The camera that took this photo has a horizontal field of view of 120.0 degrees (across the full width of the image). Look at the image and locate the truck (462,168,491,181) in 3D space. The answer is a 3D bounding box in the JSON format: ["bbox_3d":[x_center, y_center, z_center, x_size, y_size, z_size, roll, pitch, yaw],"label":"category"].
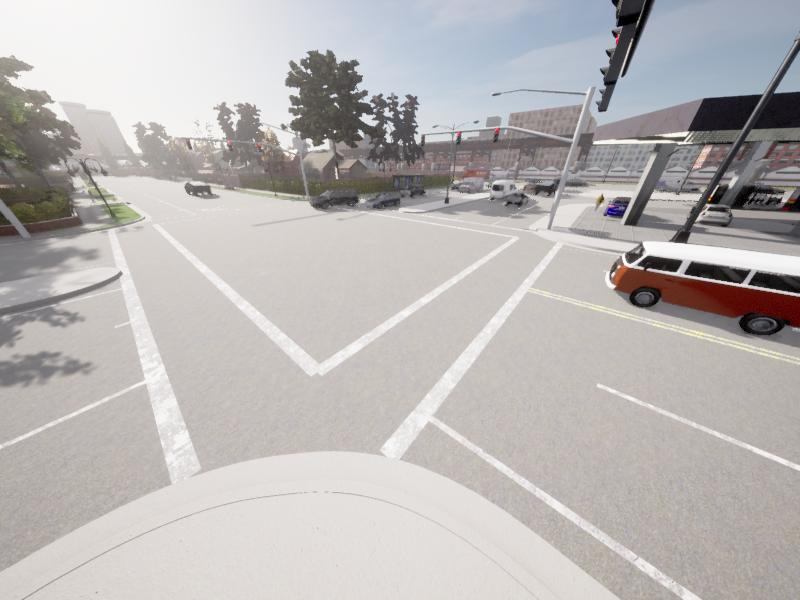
[{"bbox_3d":[25.561,-42.350,77.926,8.468,3.827,2.891,23,37,34],"label":"truck"}]

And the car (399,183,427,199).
[{"bbox_3d":[2.080,-16.817,35.657,1.932,1.855,4.605,22,37,33],"label":"car"}]

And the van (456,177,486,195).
[{"bbox_3d":[13.033,-20.917,42.207,2.351,2.431,6.366,22,37,33],"label":"van"}]

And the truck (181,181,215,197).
[{"bbox_3d":[-33.702,-18.556,38.446,6.274,2.098,2.390,22,37,33],"label":"truck"}]

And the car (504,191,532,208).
[{"bbox_3d":[14.586,-12.448,28.432,1.845,1.501,3.633,23,36,34],"label":"car"}]

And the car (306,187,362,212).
[{"bbox_3d":[-7.394,-11.655,26.550,5.566,2.045,2.150,-22,37,-33],"label":"car"}]

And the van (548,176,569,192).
[{"bbox_3d":[31.370,-23.008,45.718,1.988,2.561,5.915,22,37,34],"label":"van"}]

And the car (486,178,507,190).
[{"bbox_3d":[21.184,-25.665,50.815,2.150,2.045,5.566,23,37,34],"label":"car"}]

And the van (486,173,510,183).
[{"bbox_3d":[30.104,-37.632,71.004,5.915,2.561,1.988,23,37,34],"label":"van"}]

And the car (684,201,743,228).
[{"bbox_3d":[25.999,-7.245,19.370,1.970,1.475,3.806,23,37,34],"label":"car"}]

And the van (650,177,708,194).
[{"bbox_3d":[51.990,-21.590,43.363,6.366,2.431,2.351,23,37,34],"label":"van"}]

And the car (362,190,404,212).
[{"bbox_3d":[-1.842,-11.588,26.847,2.033,1.649,4.856,22,37,34],"label":"car"}]

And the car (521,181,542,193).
[{"bbox_3d":[25.321,-21.713,44.391,2.152,1.651,5.027,23,37,34],"label":"car"}]

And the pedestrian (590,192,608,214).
[{"bbox_3d":[19.602,-9.574,22.776,0.751,1.860,0.751,22,36,33],"label":"pedestrian"}]

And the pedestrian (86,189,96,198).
[{"bbox_3d":[-45.860,-15.747,34.239,0.500,1.100,0.500,23,37,34],"label":"pedestrian"}]

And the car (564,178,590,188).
[{"bbox_3d":[41.754,-27.718,54.627,4.553,1.767,2.097,15,33,25],"label":"car"}]

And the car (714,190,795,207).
[{"bbox_3d":[43.755,-12.674,28.717,5.238,1.638,1.930,7,31,12],"label":"car"}]

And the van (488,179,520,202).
[{"bbox_3d":[15.170,-15.971,33.528,1.988,2.561,5.915,22,37,33],"label":"van"}]

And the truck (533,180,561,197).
[{"bbox_3d":[24.908,-18.928,39.091,2.390,2.098,6.274,23,37,34],"label":"truck"}]

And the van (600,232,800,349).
[{"bbox_3d":[9.670,-0.596,7.398,4.480,2.038,2.069,21,36,32],"label":"van"}]

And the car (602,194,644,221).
[{"bbox_3d":[21.088,-8.924,21.955,2.242,1.667,4.611,23,37,34],"label":"car"}]

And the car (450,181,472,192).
[{"bbox_3d":[12.261,-22.837,46.339,2.152,1.651,5.027,23,37,34],"label":"car"}]
